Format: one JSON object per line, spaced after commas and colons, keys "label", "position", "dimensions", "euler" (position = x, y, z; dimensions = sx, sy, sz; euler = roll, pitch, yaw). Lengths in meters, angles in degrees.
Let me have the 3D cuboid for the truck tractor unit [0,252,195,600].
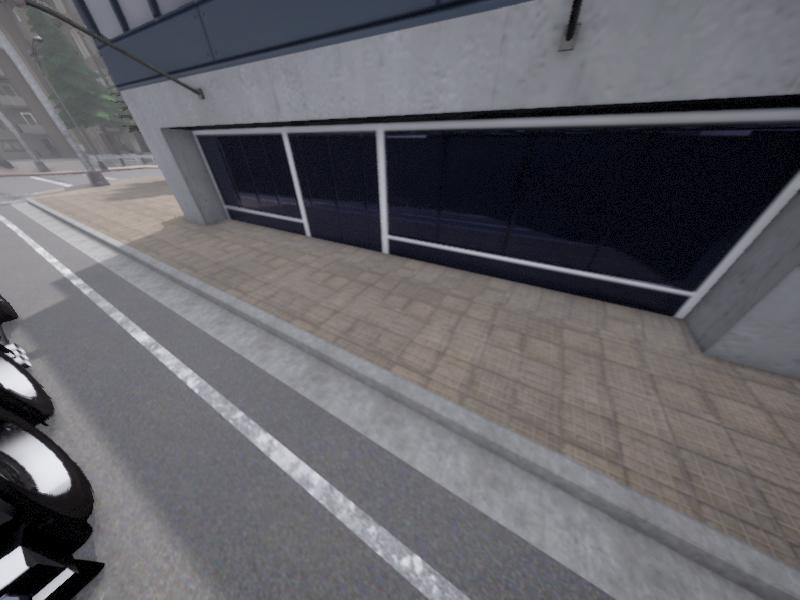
{"label": "truck tractor unit", "position": [-5.089, -0.324, 0.803], "dimensions": [6.516, 4.208, 3.053], "euler": [19, 39, 25]}
